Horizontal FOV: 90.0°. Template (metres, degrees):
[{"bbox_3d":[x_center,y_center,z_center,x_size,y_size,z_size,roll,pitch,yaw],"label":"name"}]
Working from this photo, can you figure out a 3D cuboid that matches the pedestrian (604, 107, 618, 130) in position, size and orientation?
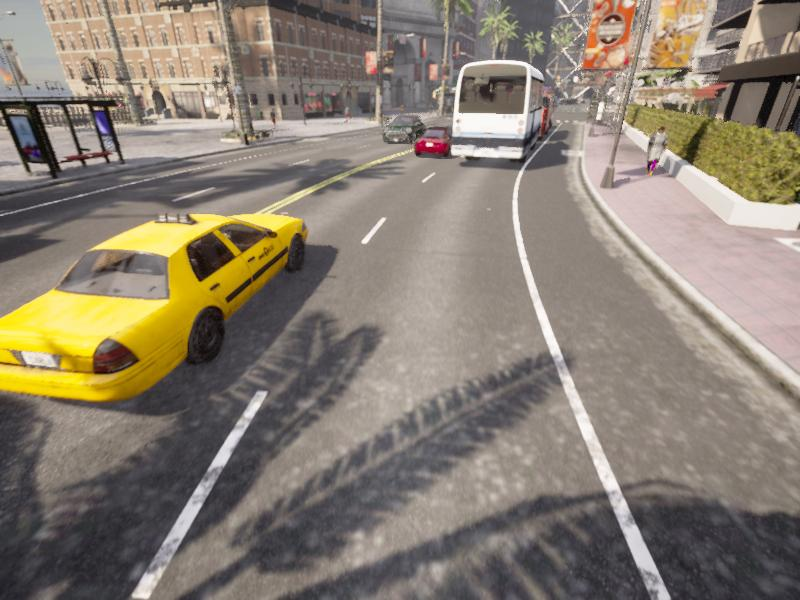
[{"bbox_3d":[19.031,-16.411,36.103,0.751,1.860,0.751,10,29,18],"label":"pedestrian"}]

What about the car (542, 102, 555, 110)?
[{"bbox_3d":[33.142,-43.304,89.186,2.128,1.511,4.902,11,29,20],"label":"car"}]

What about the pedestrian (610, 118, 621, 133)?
[{"bbox_3d":[17.678,-14.289,32.809,0.500,1.100,0.500,10,29,19],"label":"pedestrian"}]

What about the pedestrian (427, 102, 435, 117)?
[{"bbox_3d":[4.199,-25.985,54.618,0.751,1.860,0.751,17,32,30],"label":"pedestrian"}]

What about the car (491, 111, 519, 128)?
[{"bbox_3d":[10.973,-18.840,41.704,1.994,1.385,4.181,11,29,20],"label":"car"}]

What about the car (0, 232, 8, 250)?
[{"bbox_3d":[-9.828,-0.976,6.397,1.932,1.855,4.605,3,28,7],"label":"car"}]

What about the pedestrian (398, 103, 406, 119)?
[{"bbox_3d":[0.276,-24.100,50.944,0.751,1.860,0.751,22,34,35],"label":"pedestrian"}]

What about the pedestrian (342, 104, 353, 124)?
[{"bbox_3d":[-5.487,-19.615,42.217,0.751,1.860,0.751,14,30,24],"label":"pedestrian"}]

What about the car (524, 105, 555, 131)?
[{"bbox_3d":[13.868,-18.151,39.641,2.150,2.045,5.566,11,29,20],"label":"car"}]

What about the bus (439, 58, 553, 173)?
[{"bbox_3d":[5.454,-9.908,21.204,3.944,4.253,10.273,10,29,18],"label":"bus"}]

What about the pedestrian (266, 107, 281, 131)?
[{"bbox_3d":[-10.815,-15.529,34.266,0.751,1.860,0.751,8,28,15],"label":"pedestrian"}]

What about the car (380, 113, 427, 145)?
[{"bbox_3d":[0.362,-12.072,28.065,2.097,1.767,4.553,8,28,15],"label":"car"}]

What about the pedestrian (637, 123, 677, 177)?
[{"bbox_3d":[9.898,-5.794,15.464,0.751,1.860,0.751,10,29,19],"label":"pedestrian"}]

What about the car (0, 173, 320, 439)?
[{"bbox_3d":[-3.034,-0.611,6.043,1.801,1.575,5.366,4,28,8],"label":"car"}]

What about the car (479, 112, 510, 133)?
[{"bbox_3d":[8.688,-16.357,36.760,1.970,1.475,3.806,11,29,20],"label":"car"}]

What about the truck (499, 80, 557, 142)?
[{"bbox_3d":[10.147,-14.826,31.231,2.891,3.827,8.468,11,29,20],"label":"truck"}]

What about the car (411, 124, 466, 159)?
[{"bbox_3d":[2.284,-9.095,22.759,1.994,1.385,4.181,10,29,19],"label":"car"}]
